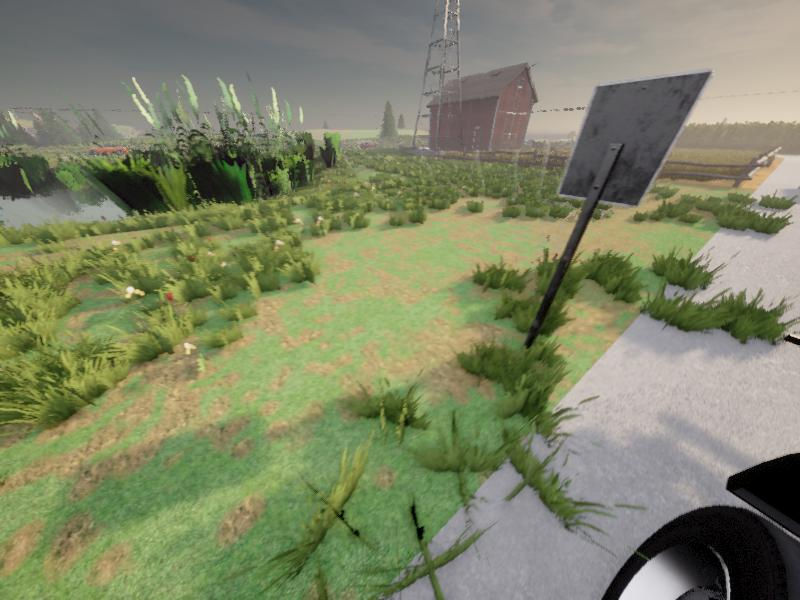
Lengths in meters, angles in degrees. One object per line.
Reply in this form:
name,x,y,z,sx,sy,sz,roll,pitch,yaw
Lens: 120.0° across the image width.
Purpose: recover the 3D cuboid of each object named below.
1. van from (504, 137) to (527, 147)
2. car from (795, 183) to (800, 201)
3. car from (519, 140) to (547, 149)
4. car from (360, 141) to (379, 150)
van,29.287,-40.158,58.825,2.069,2.038,4.480,-22,41,-28
car,19.125,-5.062,9.801,4.718,1.301,1.895,-23,41,-29
car,30.422,-35.798,53.020,2.038,1.542,4.974,-22,41,-28
car,-6.874,-34.816,52.031,3.806,1.475,1.970,-18,39,-23
